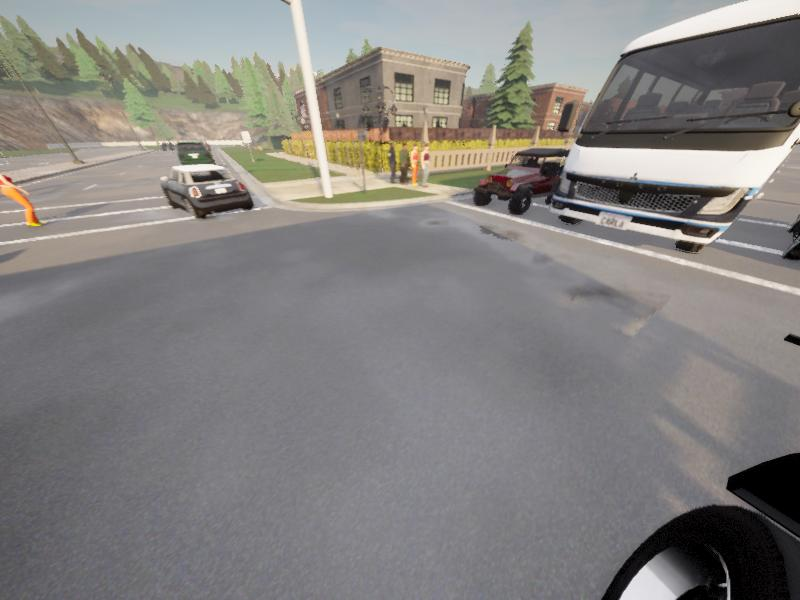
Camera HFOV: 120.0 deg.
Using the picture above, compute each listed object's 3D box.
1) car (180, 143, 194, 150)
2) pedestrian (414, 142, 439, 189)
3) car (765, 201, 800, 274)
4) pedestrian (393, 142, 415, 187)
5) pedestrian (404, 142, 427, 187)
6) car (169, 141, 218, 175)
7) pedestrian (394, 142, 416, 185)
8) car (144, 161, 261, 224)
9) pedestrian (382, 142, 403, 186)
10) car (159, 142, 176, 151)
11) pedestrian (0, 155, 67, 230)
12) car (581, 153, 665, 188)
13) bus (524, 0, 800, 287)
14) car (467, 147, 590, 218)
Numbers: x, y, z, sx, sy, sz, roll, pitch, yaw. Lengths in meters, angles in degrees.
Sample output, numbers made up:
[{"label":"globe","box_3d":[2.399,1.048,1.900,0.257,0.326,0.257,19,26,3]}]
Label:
[{"label":"car","box_3d":[-52.533,-37.975,57.065,1.895,1.301,4.718,-20,40,-26]},{"label":"pedestrian","box_3d":[1.231,-6.413,11.064,0.751,1.860,0.751,30,45,35]},{"label":"car","box_3d":[10.270,-1.643,4.831,4.902,1.511,2.128,-22,41,-28]},{"label":"pedestrian","box_3d":[0.181,-6.758,11.563,0.751,1.860,0.751,21,41,28]},{"label":"pedestrian","box_3d":[0.756,-6.732,11.522,0.751,1.860,0.751,25,42,31]},{"label":"car","box_3d":[-16.985,-11.973,19.251,2.150,2.045,5.566,-22,40,-27]},{"label":"pedestrian","box_3d":[0.261,-7.101,12.049,0.751,1.860,0.751,28,44,34]},{"label":"car","box_3d":[-7.363,-4.191,8.629,3.806,1.475,1.970,24,42,31]},{"label":"pedestrian","box_3d":[-0.377,-6.997,11.906,0.751,1.860,0.751,21,41,27]},{"label":"car","box_3d":[-54.485,-36.082,54.228,1.837,1.490,4.892,-21,40,-27]},{"label":"pedestrian","box_3d":[-11.348,-3.131,6.789,0.751,1.860,0.751,9,36,13]},{"label":"car","box_3d":[12.839,-7.553,13.311,4.181,1.385,1.994,-21,40,-27]},{"label":"bus","box_3d":[9.009,-4.638,6.709,10.273,4.253,3.944,-22,41,-28]},{"label":"car","box_3d":[4.753,-4.557,8.685,3.866,1.878,1.905,-21,40,-27]}]
